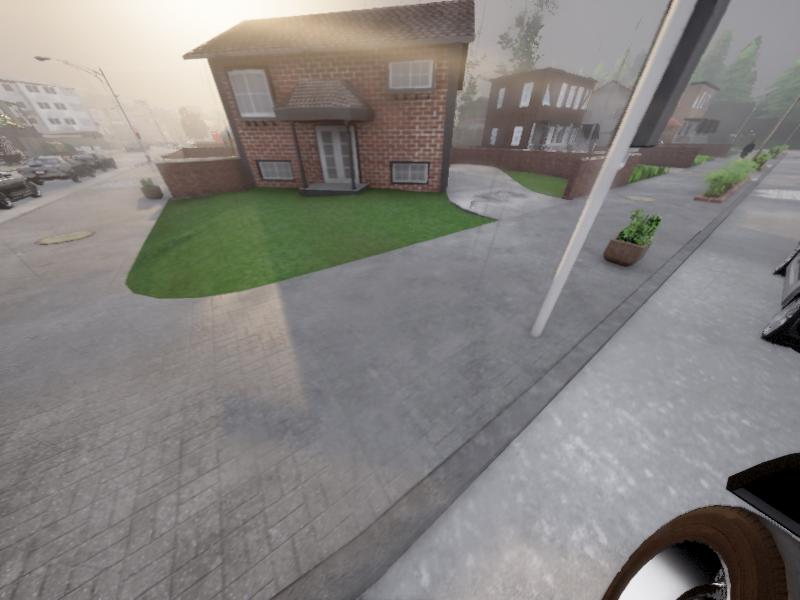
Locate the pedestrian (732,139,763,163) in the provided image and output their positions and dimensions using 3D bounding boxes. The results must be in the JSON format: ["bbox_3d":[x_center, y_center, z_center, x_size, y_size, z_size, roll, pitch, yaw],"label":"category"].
[{"bbox_3d":[32.331,-13.880,21.510,0.751,1.860,0.751,-22,40,-27],"label":"pedestrian"}]

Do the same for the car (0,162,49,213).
[{"bbox_3d":[-17.042,-4.527,9.272,1.994,1.385,4.181,-24,42,-30],"label":"car"}]

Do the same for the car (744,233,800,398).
[{"bbox_3d":[6.672,-0.241,2.775,5.238,1.638,1.930,-22,41,-28],"label":"car"}]

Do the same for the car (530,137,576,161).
[{"bbox_3d":[15.071,-14.960,22.798,3.866,1.878,1.905,-22,41,-28],"label":"car"}]

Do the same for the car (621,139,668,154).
[{"bbox_3d":[31.888,-20.086,30.219,1.845,1.501,3.633,-22,41,-28],"label":"car"}]

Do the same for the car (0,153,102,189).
[{"bbox_3d":[-21.544,-8.272,14.595,2.033,1.411,5.357,-22,41,-28],"label":"car"}]

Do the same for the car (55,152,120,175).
[{"bbox_3d":[-25.693,-11.467,19.244,1.895,1.301,4.718,-21,40,-27],"label":"car"}]
